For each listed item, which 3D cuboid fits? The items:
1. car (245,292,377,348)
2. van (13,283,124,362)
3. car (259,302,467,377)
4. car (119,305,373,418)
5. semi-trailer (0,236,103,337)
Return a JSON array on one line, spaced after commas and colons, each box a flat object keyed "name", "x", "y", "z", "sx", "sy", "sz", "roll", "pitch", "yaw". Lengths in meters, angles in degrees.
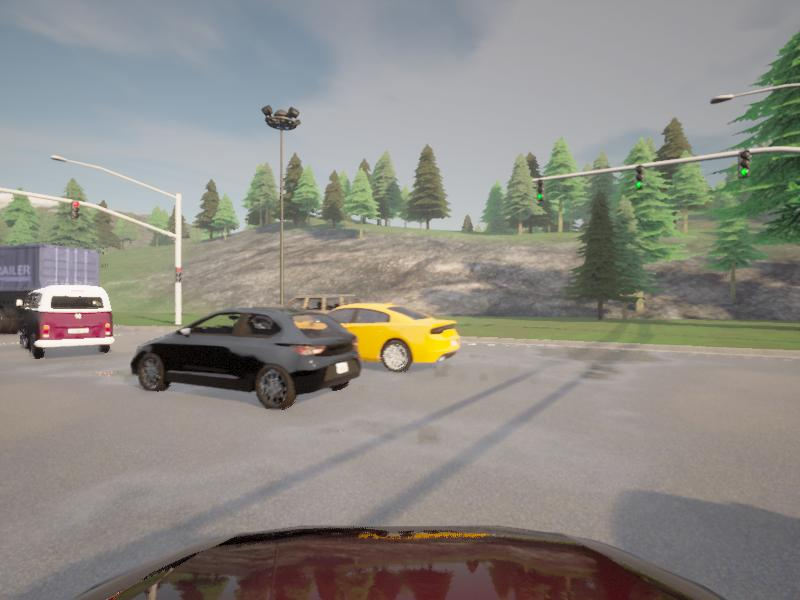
[{"name": "car", "x": -3.372, "y": 0.659, "z": 15.095, "sx": 4.605, "sy": 1.855, "sz": 1.932, "roll": 0, "pitch": 0, "yaw": 23}, {"name": "van", "x": -10.535, "y": 0.582, "z": 12.589, "sx": 4.480, "sy": 2.038, "sz": 2.069, "roll": 1, "pitch": 0, "yaw": 43}, {"name": "car", "x": -0.996, "y": 0.827, "z": 10.165, "sx": 5.008, "sy": 1.535, "sz": 1.882, "roll": 0, "pitch": 0, "yaw": 25}, {"name": "car", "x": -2.766, "y": 0.858, "z": 7.119, "sx": 4.193, "sy": 1.474, "sz": 1.816, "roll": 0, "pitch": 0, "yaw": 25}, {"name": "semi-trailer", "x": -22.012, "y": -0.622, "z": 21.076, "sx": 14.254, "sy": 4.402, "sz": 2.717, "roll": 0, "pitch": 0, "yaw": 20}]
